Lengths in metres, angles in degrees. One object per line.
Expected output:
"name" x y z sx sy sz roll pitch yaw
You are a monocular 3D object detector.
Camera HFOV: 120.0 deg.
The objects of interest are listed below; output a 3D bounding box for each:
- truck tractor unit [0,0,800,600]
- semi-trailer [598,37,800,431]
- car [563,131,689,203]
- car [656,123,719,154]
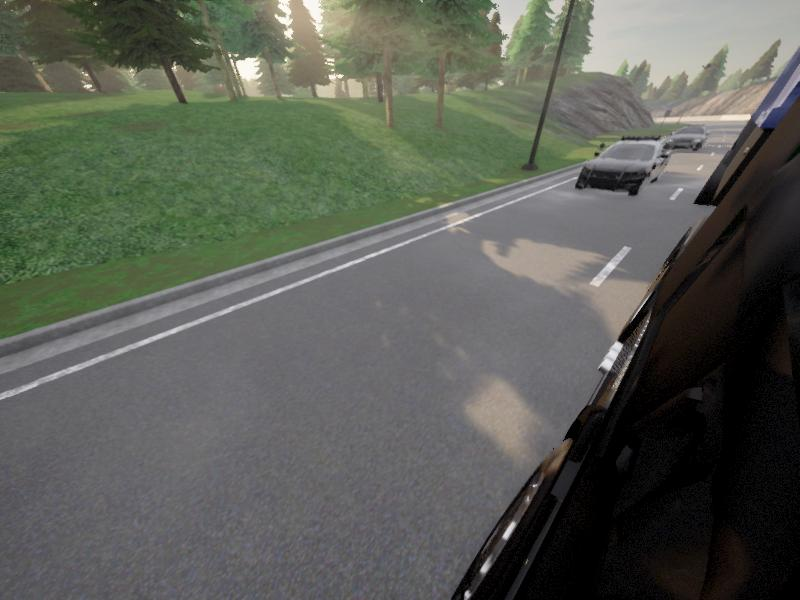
"truck tractor unit" 2.645 -0.295 0.351 6.516 4.208 3.053 -28 44 -30
"semi-trailer" 8.665 -3.624 4.264 14.254 4.402 2.717 -28 44 -30
"car" 8.607 -5.210 8.721 5.238 1.638 1.930 -28 44 -30
"car" 21.434 -12.068 17.191 4.974 1.542 2.038 -28 44 -30
